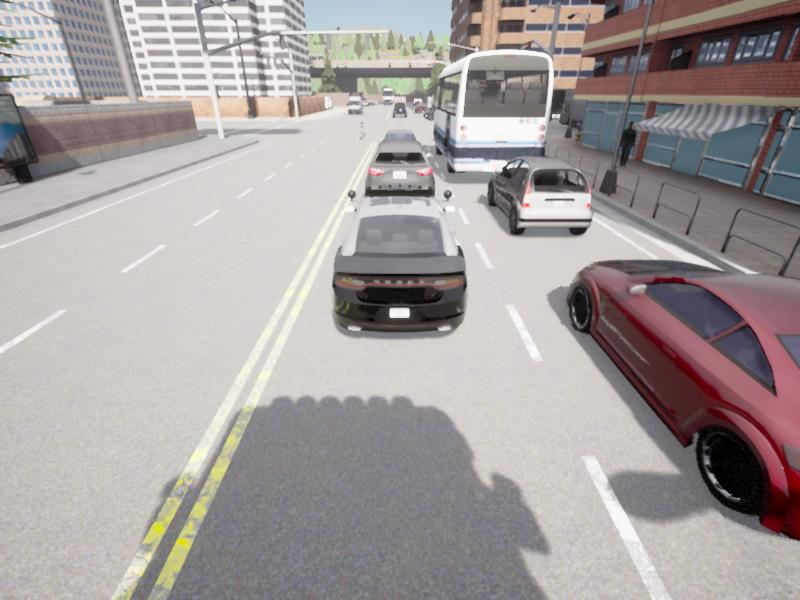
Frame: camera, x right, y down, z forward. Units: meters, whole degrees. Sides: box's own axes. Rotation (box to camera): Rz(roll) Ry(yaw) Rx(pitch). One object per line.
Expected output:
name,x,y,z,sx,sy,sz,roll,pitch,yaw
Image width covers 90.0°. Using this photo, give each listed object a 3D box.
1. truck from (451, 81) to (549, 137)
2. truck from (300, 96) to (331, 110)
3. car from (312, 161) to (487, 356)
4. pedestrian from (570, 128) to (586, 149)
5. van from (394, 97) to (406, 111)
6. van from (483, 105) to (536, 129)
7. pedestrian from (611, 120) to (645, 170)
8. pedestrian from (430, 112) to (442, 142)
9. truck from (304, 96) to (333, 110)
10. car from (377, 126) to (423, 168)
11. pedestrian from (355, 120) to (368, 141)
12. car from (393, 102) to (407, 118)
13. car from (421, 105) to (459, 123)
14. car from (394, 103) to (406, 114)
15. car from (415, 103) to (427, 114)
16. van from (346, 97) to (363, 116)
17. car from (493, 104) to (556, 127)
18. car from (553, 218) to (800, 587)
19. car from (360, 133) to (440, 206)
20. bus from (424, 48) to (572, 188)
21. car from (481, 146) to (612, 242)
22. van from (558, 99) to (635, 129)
truck,8.453,-16.181,33.705,8.468,3.827,2.891,-20,33,-33
truck,-16.172,-37.771,76.665,5.204,2.467,2.615,0,27,0
car,-0.002,-1.209,7.108,1.930,1.638,5.238,0,27,0
pedestrian,10.219,-9.283,22.975,0.500,1.100,0.500,1,27,2
van,-0.004,-38.498,78.408,2.351,2.431,6.366,0,27,0
van,10.383,-17.458,38.178,4.442,1.987,1.775,0,27,0
pedestrian,9.454,-6.449,16.625,0.751,1.860,0.751,10,29,18
pedestrian,2.476,-12.063,27.823,0.751,1.860,0.751,2,27,4
truck,-16.178,-39.372,79.764,5.204,2.467,2.615,0,27,0
car,0.001,-7.875,20.278,2.033,1.411,5.357,0,27,0
pedestrian,-2.756,-12.124,28.552,0.751,1.300,0.751,-6,28,-11
car,-0.003,-26.739,56.244,1.905,1.878,3.866,0,27,0
car,4.757,-22.554,48.432,2.033,1.649,4.856,-17,32,-27
car,-0.004,-32.788,68.279,2.038,1.542,4.974,0,27,0
car,3.495,-32.717,68.298,1.812,1.442,4.674,0,27,0
van,-7.008,-30.419,62.671,1.988,2.561,5.915,0,27,0
car,12.707,-18.998,41.094,5.566,2.045,2.150,-1,27,-2
car,3.517,0.387,4.316,1.994,1.385,4.181,-1,27,-1
car,0.000,-4.610,13.659,2.242,1.667,4.611,0,27,0
bus,3.379,-8.292,17.974,3.944,4.253,10.273,0,27,0
car,3.502,-2.945,10.505,1.851,1.617,3.988,0,27,0
van,18.497,-17.645,37.936,5.915,2.561,1.988,0,27,0
